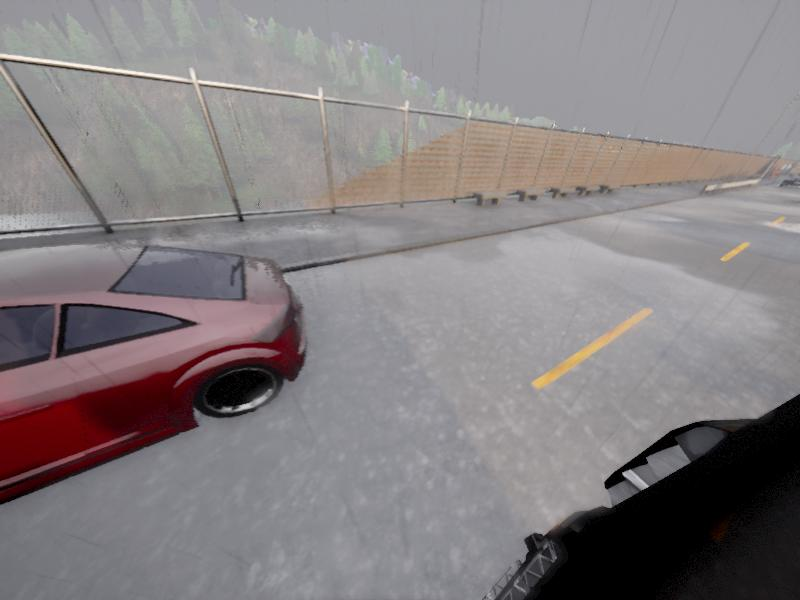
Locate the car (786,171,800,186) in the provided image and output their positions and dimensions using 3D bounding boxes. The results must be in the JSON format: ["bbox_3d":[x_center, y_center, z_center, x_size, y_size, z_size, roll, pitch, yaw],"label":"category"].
[{"bbox_3d":[53.530,-15.916,30.301,4.856,1.649,2.033,-16,38,-26],"label":"car"}]

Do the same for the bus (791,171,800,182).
[{"bbox_3d":[70.028,-21.643,37.739,10.273,4.253,3.944,-16,38,-26],"label":"bus"}]

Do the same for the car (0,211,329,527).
[{"bbox_3d":[-3.036,0.400,1.872,4.181,1.385,1.994,-16,38,-26],"label":"car"}]

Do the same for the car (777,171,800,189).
[{"bbox_3d":[47.575,-14.196,27.287,5.027,1.651,2.152,-15,38,-25],"label":"car"}]

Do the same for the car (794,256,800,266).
[{"bbox_3d":[13.102,-1.724,6.114,5.008,1.535,1.882,-16,38,-26],"label":"car"}]
